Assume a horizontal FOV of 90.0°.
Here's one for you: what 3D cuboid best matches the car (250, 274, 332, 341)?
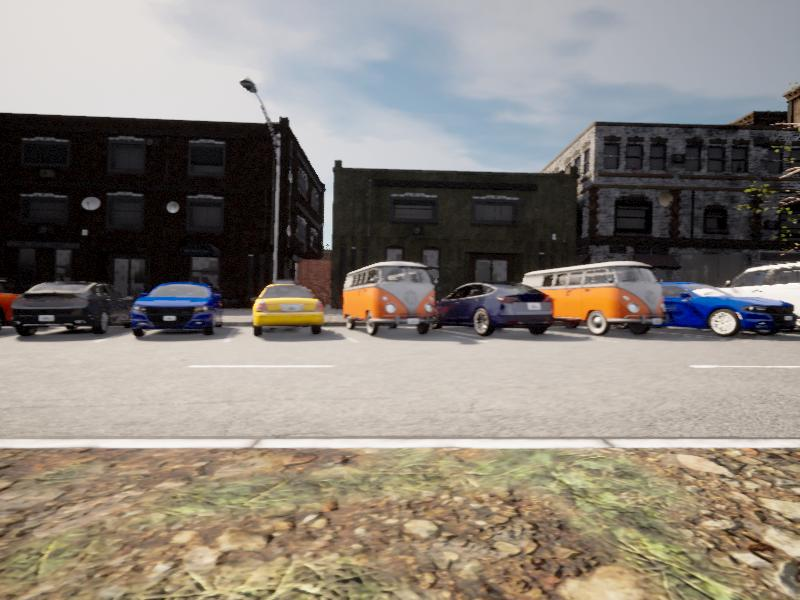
[{"bbox_3d":[-3.547,0.207,12.275,1.946,1.575,5.366,0,-1,-20],"label":"car"}]

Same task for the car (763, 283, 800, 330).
[{"bbox_3d":[14.578,0.201,12.017,2.097,1.535,5.008,1,-1,-20],"label":"car"}]

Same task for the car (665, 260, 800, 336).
[{"bbox_3d":[11.559,-0.048,12.060,2.435,2.045,5.566,0,-1,-20],"label":"car"}]

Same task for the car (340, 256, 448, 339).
[{"bbox_3d":[-0.421,-0.021,11.992,1.878,1.987,4.442,1,-1,-20],"label":"car"}]

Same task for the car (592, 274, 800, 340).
[{"bbox_3d":[8.568,0.204,12.055,2.097,1.535,5.008,1,-1,-20],"label":"car"}]

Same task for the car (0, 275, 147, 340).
[{"bbox_3d":[-9.510,0.209,12.069,2.231,1.521,4.892,0,-1,-21],"label":"car"}]

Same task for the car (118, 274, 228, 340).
[{"bbox_3d":[-6.491,0.208,12.108,2.097,1.535,5.008,1,-1,-20],"label":"car"}]

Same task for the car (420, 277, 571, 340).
[{"bbox_3d":[2.535,0.236,12.113,2.163,1.488,4.792,0,-1,-20],"label":"car"}]

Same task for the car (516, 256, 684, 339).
[{"bbox_3d":[5.603,-0.022,11.965,1.878,1.987,4.442,1,-1,-20],"label":"car"}]

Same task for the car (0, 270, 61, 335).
[{"bbox_3d":[-12.530,0.082,12.028,2.185,1.767,4.553,0,-1,-21],"label":"car"}]
